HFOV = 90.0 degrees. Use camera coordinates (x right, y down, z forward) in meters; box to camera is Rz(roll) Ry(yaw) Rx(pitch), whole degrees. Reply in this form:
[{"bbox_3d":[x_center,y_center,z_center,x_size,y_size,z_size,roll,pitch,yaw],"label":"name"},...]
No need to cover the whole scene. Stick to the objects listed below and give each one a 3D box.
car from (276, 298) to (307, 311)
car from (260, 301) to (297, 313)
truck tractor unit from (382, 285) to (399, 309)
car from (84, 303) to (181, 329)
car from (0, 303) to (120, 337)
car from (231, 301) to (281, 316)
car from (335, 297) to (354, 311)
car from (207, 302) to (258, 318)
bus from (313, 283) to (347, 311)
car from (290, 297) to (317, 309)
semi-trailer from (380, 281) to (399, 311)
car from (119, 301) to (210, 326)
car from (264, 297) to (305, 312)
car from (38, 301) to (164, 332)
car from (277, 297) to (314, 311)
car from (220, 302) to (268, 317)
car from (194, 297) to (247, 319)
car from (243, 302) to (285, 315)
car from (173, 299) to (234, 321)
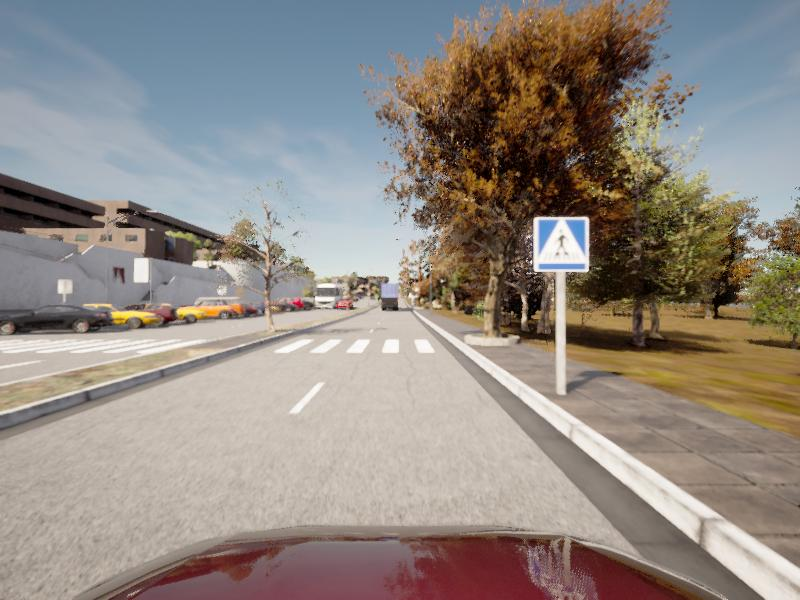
[{"bbox_3d":[-16.756,0.655,61.506,4.442,1.987,1.878,-1,0,-20],"label":"car"},{"bbox_3d":[-16.861,0.968,55.494,4.674,1.452,2.002,-1,1,-20],"label":"car"},{"bbox_3d":[-1.816,-0.578,72.643,3.053,4.208,6.516,0,1,-3],"label":"truck tractor unit"},{"bbox_3d":[-16.910,0.938,25.636,4.792,1.488,2.163,-1,0,-20],"label":"car"},{"bbox_3d":[-16.883,0.916,19.683,4.674,1.452,2.002,-1,0,-20],"label":"car"},{"bbox_3d":[-16.698,0.963,46.609,5.366,1.575,1.946,-1,0,-20],"label":"car"},{"bbox_3d":[-8.785,0.600,63.964,2.150,2.045,5.566,0,0,0],"label":"car"},{"bbox_3d":[-16.869,1.012,40.568,4.674,1.452,2.002,-1,0,-20],"label":"car"},{"bbox_3d":[-11.665,-0.541,67.609,3.944,4.253,10.273,0,1,0],"label":"bus"},{"bbox_3d":[-16.967,0.580,70.367,4.442,1.987,1.878,-1,1,-20],"label":"car"},{"bbox_3d":[-1.611,-0.601,64.736,2.717,4.402,14.254,0,0,-1],"label":"semi-trailer"},{"bbox_3d":[-16.708,0.921,28.698,5.366,1.575,1.946,-1,-1,-20],"label":"car"},{"bbox_3d":[-16.893,0.657,58.463,5.566,2.045,2.435,-1,1,-20],"label":"car"},{"bbox_3d":[-16.712,0.885,22.732,5.366,1.575,1.946,-1,-1,-20],"label":"car"},{"bbox_3d":[-16.838,0.604,64.459,5.566,2.045,2.435,-1,0,-20],"label":"car"},{"bbox_3d":[-16.899,1.005,43.540,4.792,1.488,2.163,-1,0,-20],"label":"car"},{"bbox_3d":[-16.771,0.741,37.636,4.442,1.987,1.878,-1,-1,-20],"label":"car"},{"bbox_3d":[-16.841,0.989,49.537,4.792,1.488,2.163,-1,0,-20],"label":"car"},{"bbox_3d":[-16.850,0.831,34.608,4.553,1.767,2.185,-1,0,-20],"label":"car"}]
